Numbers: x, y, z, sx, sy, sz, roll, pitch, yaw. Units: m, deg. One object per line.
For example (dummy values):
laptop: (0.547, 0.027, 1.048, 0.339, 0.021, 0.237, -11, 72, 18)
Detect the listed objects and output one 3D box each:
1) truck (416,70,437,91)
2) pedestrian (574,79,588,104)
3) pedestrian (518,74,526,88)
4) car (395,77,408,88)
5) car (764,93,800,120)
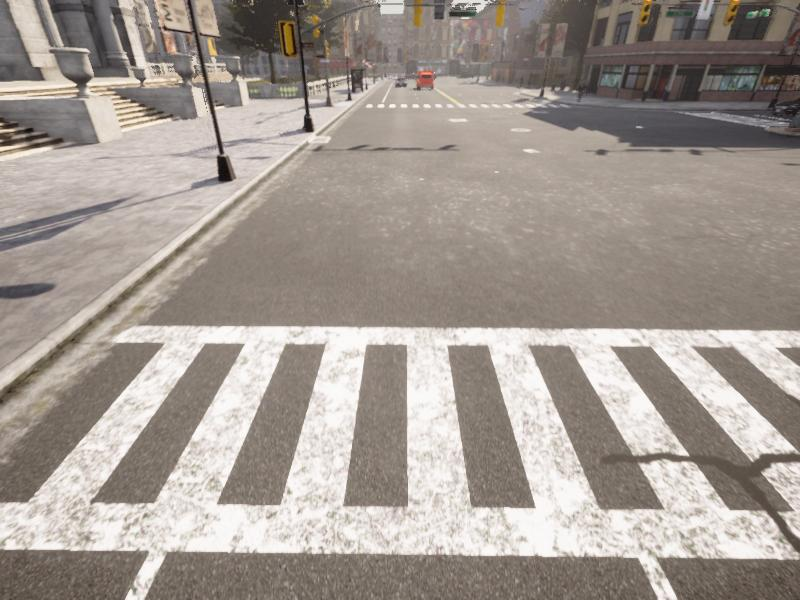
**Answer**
truck: (3.666, -31.491, 57.301, 2.627, 2.467, 5.204, 0, 30, 0)
pedestrian: (15.776, -18.200, 34.876, 0.751, 1.860, 0.751, 13, 33, 20)
pedestrian: (18.742, -33.676, 61.597, 0.751, 1.860, 0.751, 0, 30, 0)
car: (0.186, -34.504, 63.421, 1.970, 1.475, 3.806, 0, 30, 0)
car: (27.562, -12.862, 26.536, 4.674, 1.442, 1.812, 0, 30, 0)
